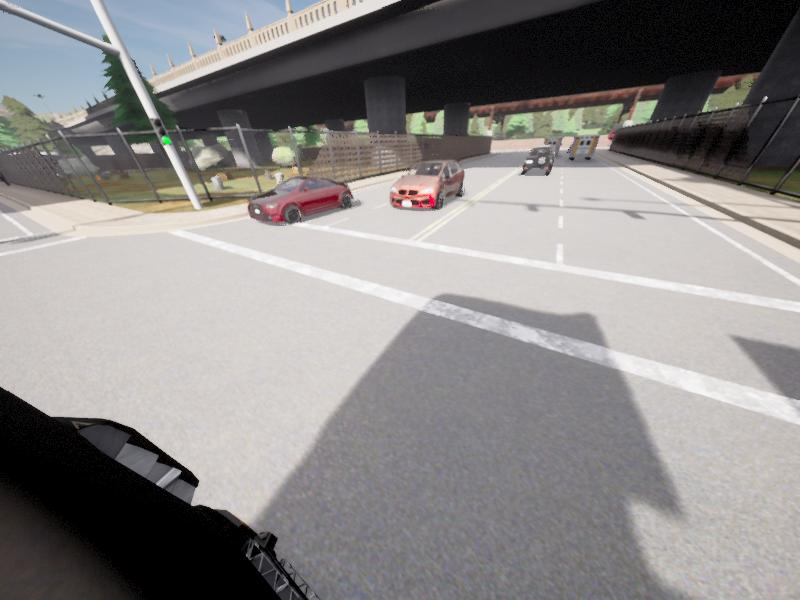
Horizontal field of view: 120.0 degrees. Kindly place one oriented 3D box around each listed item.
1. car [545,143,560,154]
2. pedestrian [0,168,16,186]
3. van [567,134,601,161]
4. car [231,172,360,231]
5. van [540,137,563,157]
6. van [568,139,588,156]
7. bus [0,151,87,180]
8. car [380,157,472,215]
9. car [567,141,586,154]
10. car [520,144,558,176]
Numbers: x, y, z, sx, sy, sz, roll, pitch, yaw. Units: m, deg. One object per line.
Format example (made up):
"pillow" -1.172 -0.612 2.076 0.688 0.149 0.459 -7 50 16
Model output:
"car" 27.701 -27.531 41.977 1.851 1.617 3.988 16 38 26
"pedestrian" -45.956 -14.205 26.671 0.751 1.860 0.751 17 38 27
"van" 22.445 -18.802 28.473 2.351 2.431 6.366 16 38 26
"car" -3.897 -4.211 9.394 1.994 1.385 4.181 20 40 30
"van" 23.917 -24.135 36.398 2.351 2.431 6.366 16 38 26
"van" 27.854 -23.982 36.276 1.775 1.987 4.442 16 38 26
"bus" -72.439 -27.083 46.261 3.944 4.253 10.273 16 38 26
"car" 1.377 -5.318 10.401 2.242 1.667 4.611 16 38 26
"car" 30.895 -26.914 40.643 2.097 1.767 4.553 16 38 26
"car" 11.064 -11.140 18.269 1.932 1.855 4.605 16 38 26
